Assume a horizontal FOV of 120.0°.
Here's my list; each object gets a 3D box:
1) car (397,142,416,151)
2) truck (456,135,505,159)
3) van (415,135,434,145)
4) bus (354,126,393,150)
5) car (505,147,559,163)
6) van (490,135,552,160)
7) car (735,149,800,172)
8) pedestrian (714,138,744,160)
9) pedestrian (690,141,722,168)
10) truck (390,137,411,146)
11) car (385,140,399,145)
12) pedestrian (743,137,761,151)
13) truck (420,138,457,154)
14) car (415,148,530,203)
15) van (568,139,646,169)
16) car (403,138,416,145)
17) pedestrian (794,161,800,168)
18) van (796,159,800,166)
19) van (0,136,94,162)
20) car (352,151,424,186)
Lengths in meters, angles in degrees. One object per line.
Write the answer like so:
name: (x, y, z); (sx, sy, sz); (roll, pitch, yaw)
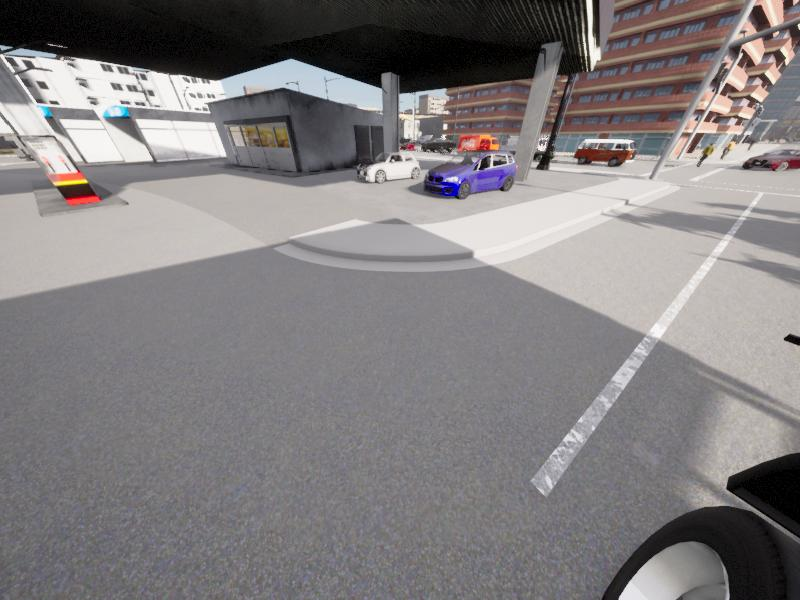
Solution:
car: (1.204, -30.567, 45.975); (1.845, 1.501, 3.633); (-23, 41, -29)
truck: (10.383, -20.248, 30.445); (2.627, 2.467, 5.204); (-23, 41, -28)
van: (8.177, -54.067, 77.971); (6.366, 2.431, 2.351); (-23, 41, -27)
bus: (-6.239, -37.454, 53.415); (3.944, 4.253, 10.273); (-23, 41, -28)
car: (14.670, -16.376, 25.937); (1.895, 1.301, 4.718); (-23, 41, -29)
van: (15.284, -19.787, 29.792); (2.351, 2.431, 6.366); (-23, 41, -29)
car: (29.774, -10.916, 18.018); (4.181, 1.385, 1.994); (-4, 35, -6)
pedestrian: (34.180, -15.703, 24.049); (0.751, 1.860, 0.751); (5, 36, 8)
pedestrian: (25.694, -12.228, 19.440); (0.751, 1.860, 0.751); (21, 40, 27)
truck: (0.188, -50.581, 73.635); (6.274, 2.098, 2.390); (-23, 41, -27)
car: (-2.607, -51.606, 75.750); (4.181, 1.385, 1.994); (-22, 41, -27)
pedestrian: (56.520, -24.990, 37.079); (0.751, 1.860, 0.751); (-24, 41, -29)
truck: (6.482, -26.616, 39.835); (2.390, 2.098, 6.274); (-23, 41, -28)
car: (3.240, -5.775, 10.436); (4.611, 1.667, 2.242); (-22, 41, -28)
van: (18.695, -13.449, 21.107); (2.069, 2.038, 4.480); (-23, 41, -29)
car: (3.232, -54.243, 78.855); (3.866, 1.878, 1.905); (-23, 41, -27)
pedestrian: (34.181, -11.955, 18.993); (0.751, 1.860, 0.751); (-9, 36, -11)
van: (38.056, -13.151, 20.550); (4.480, 2.038, 2.069); (-22, 41, -28)
van: (-45.288, -19.685, 29.971); (1.988, 2.561, 5.915); (9, 36, 13)
car: (-0.678, -8.089, 14.028); (3.806, 1.475, 1.970); (-22, 41, -28)
